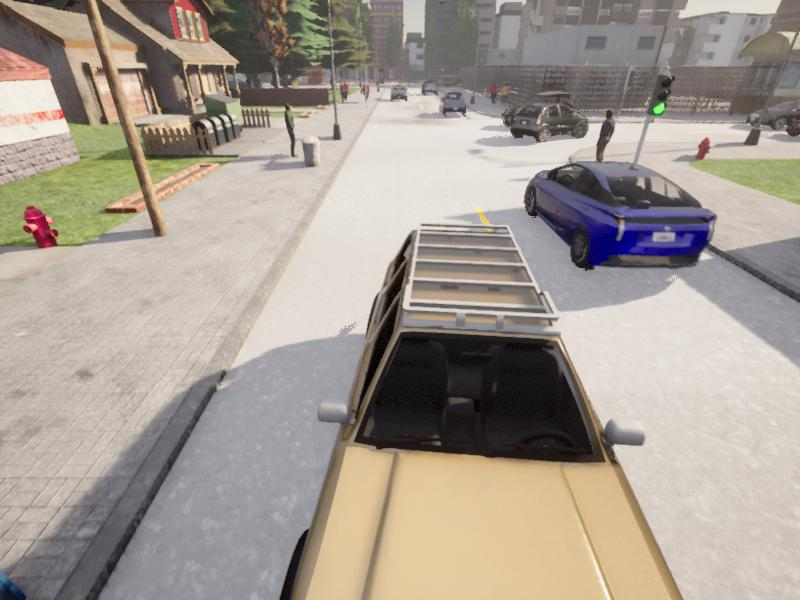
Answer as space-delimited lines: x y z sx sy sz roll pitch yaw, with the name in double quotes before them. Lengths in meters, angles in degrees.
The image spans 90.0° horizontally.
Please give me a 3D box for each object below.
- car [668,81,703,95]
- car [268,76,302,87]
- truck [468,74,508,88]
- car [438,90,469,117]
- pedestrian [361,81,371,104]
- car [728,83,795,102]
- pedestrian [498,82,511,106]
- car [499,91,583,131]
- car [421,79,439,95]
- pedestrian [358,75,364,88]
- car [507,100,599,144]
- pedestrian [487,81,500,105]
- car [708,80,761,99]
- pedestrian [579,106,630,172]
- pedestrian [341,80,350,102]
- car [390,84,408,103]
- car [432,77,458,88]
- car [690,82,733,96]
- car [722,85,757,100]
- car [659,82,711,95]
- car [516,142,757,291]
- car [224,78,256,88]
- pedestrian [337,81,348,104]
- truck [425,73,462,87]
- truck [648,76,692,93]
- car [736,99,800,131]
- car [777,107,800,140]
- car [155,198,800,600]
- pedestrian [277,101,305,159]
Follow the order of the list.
"car" 38.592 -28.781 54.207 1.789 1.547 3.705 0 30 0
"car" -19.951 -37.997 69.595 5.027 1.651 2.152 0 30 0
"truck" 15.281 -38.114 69.637 6.274 2.098 2.390 0 30 0
"car" 3.931 -14.745 29.932 1.845 1.501 3.633 0 30 0
"pedestrian" -3.120 -19.034 36.657 0.751 1.860 0.751 1 30 2
"car" 38.012 -21.860 42.196 4.611 1.667 2.242 0 30 0
"pedestrian" 9.102 -17.910 34.817 0.751 1.860 0.751 0 30 0
"car" 8.008 -10.912 23.022 3.866 1.878 1.905 -4 30 -8
"car" 3.875 -28.096 52.783 2.033 1.649 4.856 0 30 0
"pedestrian" -6.435 -35.660 65.209 0.751 1.860 0.751 -9 31 -15
"car" 7.481 -8.795 19.657 3.988 1.617 1.851 -17 34 -27
"pedestrian" 8.414 -18.544 35.900 0.751 1.860 0.751 -3 30 -5
"car" 38.257 -24.108 45.853 3.866 1.878 1.905 0 30 0
"pedestrian" 6.596 -5.204 12.972 0.751 1.860 0.751 -16 34 -25
"pedestrian" -5.250 -20.183 38.612 0.751 1.860 0.751 0 30 0
"car" -0.096 -21.416 41.417 1.816 1.474 4.193 0 30 0
"car" 7.777 -37.560 69.106 3.988 1.617 1.851 -17 34 -27
"car" 39.173 -26.532 50.366 3.633 1.501 1.845 0 30 0
"car" 37.396 -22.843 44.087 2.207 1.379 1.481 0 30 0
"car" 38.751 -28.833 54.440 5.357 1.415 2.033 0 30 0
"car" 3.980 -1.942 7.928 2.007 1.525 4.514 0 30 0
"car" -27.913 -37.752 69.715 4.674 1.442 1.812 0 30 0
"pedestrian" -5.231 -18.911 36.426 0.751 1.860 0.751 0 30 -1
"truck" 7.888 -39.961 72.747 6.274 2.098 2.390 -3 30 -6
"truck" 38.909 -31.093 57.707 4.478 2.038 2.069 0 30 0
"car" 23.304 -10.914 23.537 4.902 1.511 2.128 0 30 0
"car" 22.158 -8.828 20.083 4.181 1.385 1.994 0 30 -1
"car" 0.498 0.727 3.106 1.932 1.855 4.605 3 28 4
"pedestrian" -3.948 -6.169 14.535 0.751 1.860 0.751 -7 31 -13
